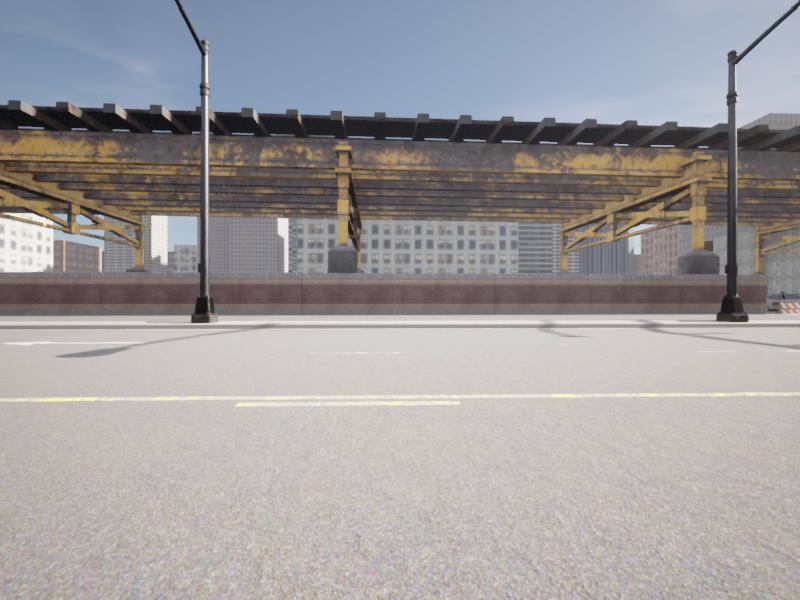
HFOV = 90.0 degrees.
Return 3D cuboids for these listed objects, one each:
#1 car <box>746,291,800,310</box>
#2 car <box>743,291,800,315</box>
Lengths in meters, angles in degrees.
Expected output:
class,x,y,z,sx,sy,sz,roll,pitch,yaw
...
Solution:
class,x,y,z,sx,sy,sz,roll,pitch,yaw
car,26.964,0.038,27.700,4.536,1.218,1.853,0,0,42
car,27.003,0.196,27.666,4.974,1.542,2.038,0,0,42
